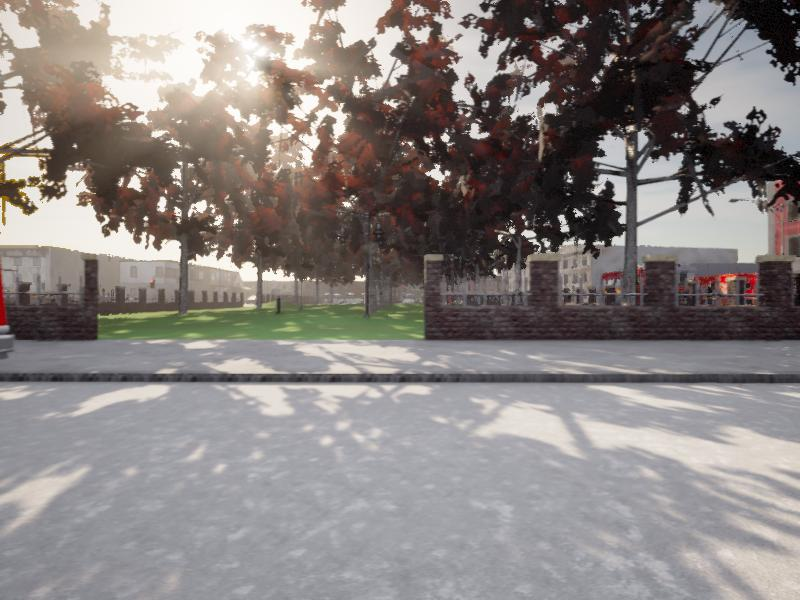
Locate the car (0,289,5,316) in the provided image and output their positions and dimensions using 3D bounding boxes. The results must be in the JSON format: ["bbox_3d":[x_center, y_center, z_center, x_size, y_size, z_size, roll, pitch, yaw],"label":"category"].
[{"bbox_3d":[-25.714,0.136,22.645,2.033,1.649,4.856,0,0,-2],"label":"car"}]

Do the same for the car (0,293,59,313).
[{"bbox_3d":[-29.886,0.196,31.500,1.837,1.490,4.892,0,0,0],"label":"car"}]

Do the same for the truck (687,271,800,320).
[{"bbox_3d":[19.415,-0.214,22.594,2.627,2.467,5.204,0,0,-1],"label":"truck"}]

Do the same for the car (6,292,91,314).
[{"bbox_3d":[-25.657,0.194,29.502,2.128,1.511,4.902,0,0,-3],"label":"car"}]

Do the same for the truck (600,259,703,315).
[{"bbox_3d":[19.412,-0.896,31.749,2.891,3.827,8.468,0,0,0],"label":"truck"}]

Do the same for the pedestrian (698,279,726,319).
[{"bbox_3d":[14.629,-0.045,18.764,0.751,1.860,0.751,0,0,0],"label":"pedestrian"}]

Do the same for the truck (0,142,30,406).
[{"bbox_3d":[-6.329,-0.252,2.701,5.204,2.467,2.627,0,0,0],"label":"truck"}]

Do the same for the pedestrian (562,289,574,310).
[{"bbox_3d":[14.610,-0.046,34.812,0.751,1.860,0.751,0,0,38],"label":"pedestrian"}]
